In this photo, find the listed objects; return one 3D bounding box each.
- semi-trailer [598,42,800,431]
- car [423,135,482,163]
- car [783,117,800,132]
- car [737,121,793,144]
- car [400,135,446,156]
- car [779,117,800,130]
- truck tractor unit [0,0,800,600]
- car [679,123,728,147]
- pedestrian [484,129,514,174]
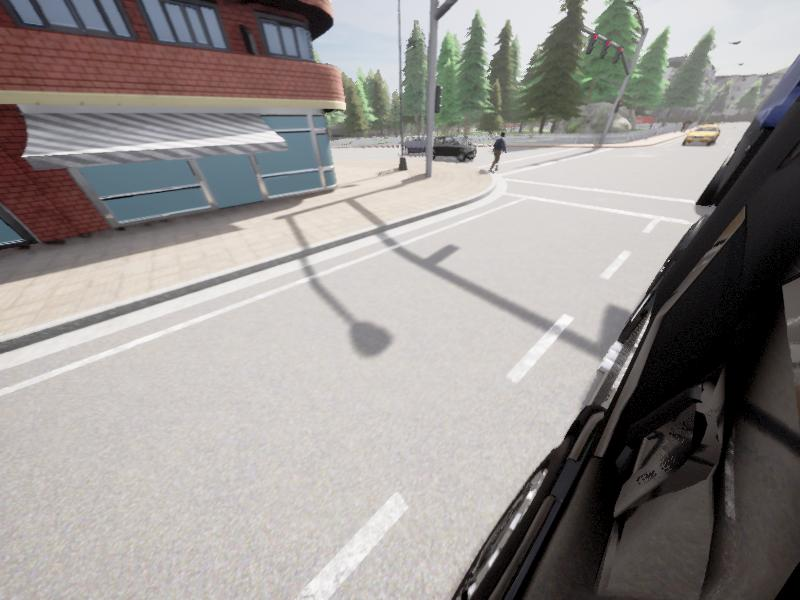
[{"bbox_3d":[8.703,-3.590,4.239,14.254,4.402,2.717,-28,44,-30],"label":"semi-trailer"},{"bbox_3d":[3.812,-11.289,17.192,3.705,1.549,1.789,24,44,30],"label":"car"},{"bbox_3d":[55.868,-24.498,32.197,5.008,1.535,1.882,-28,44,-30],"label":"car"},{"bbox_3d":[33.948,-15.680,21.595,4.792,1.488,2.163,-28,44,-30],"label":"car"},{"bbox_3d":[2.130,-14.527,21.701,3.806,1.475,1.970,17,41,24],"label":"car"},{"bbox_3d":[60.996,-27.201,35.596,4.792,1.488,2.163,-28,44,-30],"label":"car"},{"bbox_3d":[2.645,-0.295,0.351,6.516,4.208,3.053,-28,44,-30],"label":"truck tractor unit"},{"bbox_3d":[28.190,-15.377,21.420,5.366,1.575,1.801,-27,43,-29],"label":"car"},{"bbox_3d":[5.047,-7.617,11.892,0.751,1.860,0.751,-13,38,-14],"label":"pedestrian"}]
